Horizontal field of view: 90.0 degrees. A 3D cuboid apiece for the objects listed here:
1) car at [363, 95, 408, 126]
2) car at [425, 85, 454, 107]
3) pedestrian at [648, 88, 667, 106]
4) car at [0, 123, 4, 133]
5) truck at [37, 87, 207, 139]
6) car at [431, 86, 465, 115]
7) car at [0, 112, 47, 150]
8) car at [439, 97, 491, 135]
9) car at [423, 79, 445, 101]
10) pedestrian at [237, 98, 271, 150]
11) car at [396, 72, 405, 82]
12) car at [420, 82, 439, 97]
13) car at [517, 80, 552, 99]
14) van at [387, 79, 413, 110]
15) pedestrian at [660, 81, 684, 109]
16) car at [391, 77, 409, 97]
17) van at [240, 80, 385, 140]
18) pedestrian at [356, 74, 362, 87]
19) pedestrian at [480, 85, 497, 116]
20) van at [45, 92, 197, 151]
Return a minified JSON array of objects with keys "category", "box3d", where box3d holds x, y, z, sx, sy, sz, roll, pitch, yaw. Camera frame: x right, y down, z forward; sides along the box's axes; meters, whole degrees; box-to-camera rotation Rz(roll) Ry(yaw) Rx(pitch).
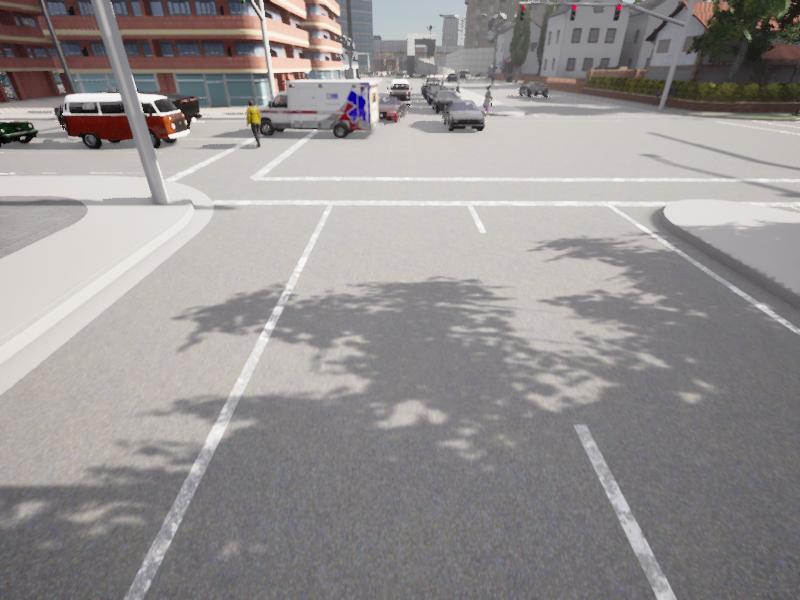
[{"category":"car","box3d":[-0.812,-12.098,25.346,1.994,1.385,4.181,5,31,9]},{"category":"car","box3d":[3.504,-18.724,36.573,2.163,1.488,4.792,0,30,0]},{"category":"pedestrian","box3d":[21.171,-16.668,32.894,0.751,1.300,0.751,1,30,1]},{"category":"car","box3d":[-22.834,-9.103,20.057,3.633,1.501,1.845,0,30,-1]},{"category":"truck","box3d":[-13.477,-9.334,19.894,6.274,2.098,2.390,-1,30,-1]},{"category":"car","box3d":[3.537,-15.243,30.460,1.930,1.638,5.238,0,30,0]},{"category":"car","box3d":[-18.537,-7.270,17.154,4.718,1.301,1.895,0,30,-1]},{"category":"car","box3d":[3.502,-10.452,22.509,2.033,1.411,5.357,0,30,0]},{"category":"car","box3d":[3.504,-22.118,41.975,1.905,1.878,3.866,0,30,0]},{"category":"pedestrian","box3d":[-6.033,-7.308,16.616,0.751,1.860,0.751,26,39,37]},{"category":"car","box3d":[0.007,-49.190,88.298,1.932,1.855,4.605,0,30,0]},{"category":"car","box3d":[3.505,-25.172,47.788,1.895,1.301,4.718,0,30,0]},{"category":"car","box3d":[15.005,-23.683,44.922,2.152,1.651,5.027,0,30,0]},{"category":"van","box3d":[0.004,-17.491,33.903,2.069,2.038,4.480,0,31,0]},{"category":"pedestrian","box3d":[20.805,-15.681,30.665,0.751,1.860,0.751,-3,30,-5]},{"category":"car","box3d":[0.008,-25.241,47.325,1.932,1.855,4.605,0,30,0]},{"category":"van","box3d":[-4.112,-9.483,19.825,6.366,2.431,2.351,3,30,6]},{"category":"pedestrian","box3d":[-6.477,-34.612,63.022,0.751,1.860,0.751,-1,30,-2]},{"category":"pedestrian","box3d":[6.108,-13.777,27.688,0.751,1.860,0.751,-8,31,-13]},{"category":"van","box3d":[-11.612,-7.624,17.025,4.480,2.038,2.069,-1,30,-1]}]
